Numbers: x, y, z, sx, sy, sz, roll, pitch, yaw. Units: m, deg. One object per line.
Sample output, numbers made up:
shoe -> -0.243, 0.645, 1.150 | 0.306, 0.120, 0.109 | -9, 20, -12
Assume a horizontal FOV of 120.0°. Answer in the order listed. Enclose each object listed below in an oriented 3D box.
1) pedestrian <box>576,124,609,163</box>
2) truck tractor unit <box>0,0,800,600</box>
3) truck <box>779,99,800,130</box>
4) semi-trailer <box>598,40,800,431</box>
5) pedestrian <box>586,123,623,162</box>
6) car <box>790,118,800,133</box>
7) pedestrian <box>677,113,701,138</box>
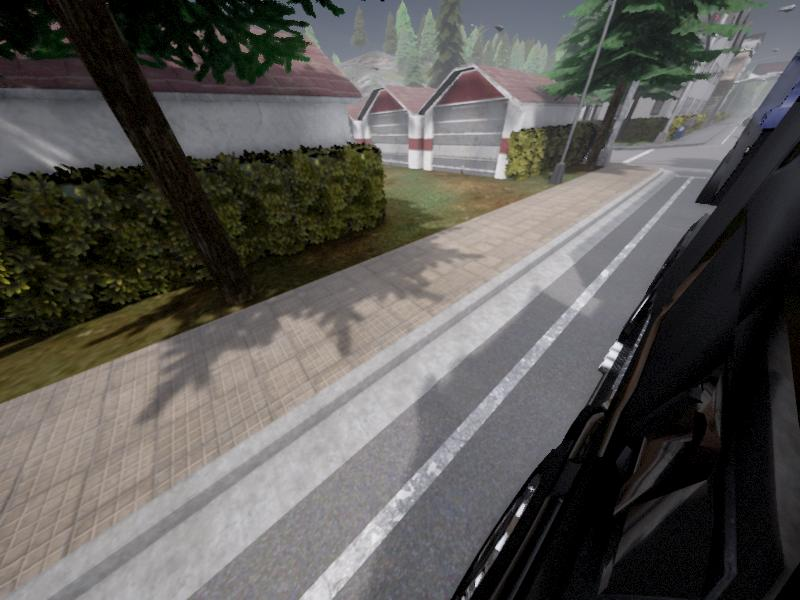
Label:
pedestrian -> 11.385, -9.282, 13.721 | 0.751, 1.860, 0.751 | -29, 44, -30
truck tractor unit -> 2.645, -0.295, 0.351 | 6.516, 4.208, 3.053 | -28, 44, -30
truck -> 50.259, -23.150, 27.913 | 8.468, 3.827, 2.891 | -28, 44, -30
semi-trailer -> 8.675, -3.634, 4.233 | 14.254, 4.402, 2.717 | -29, 44, -30
pedestrian -> 12.199, -9.409, 13.835 | 0.751, 1.860, 0.751 | -20, 40, -21
car -> 43.502, -18.556, 24.162 | 4.974, 1.542, 2.038 | -28, 44, -30
pedestrian -> 28.456, -17.175, 22.762 | 0.751, 1.860, 0.751 | 28, 47, 35
